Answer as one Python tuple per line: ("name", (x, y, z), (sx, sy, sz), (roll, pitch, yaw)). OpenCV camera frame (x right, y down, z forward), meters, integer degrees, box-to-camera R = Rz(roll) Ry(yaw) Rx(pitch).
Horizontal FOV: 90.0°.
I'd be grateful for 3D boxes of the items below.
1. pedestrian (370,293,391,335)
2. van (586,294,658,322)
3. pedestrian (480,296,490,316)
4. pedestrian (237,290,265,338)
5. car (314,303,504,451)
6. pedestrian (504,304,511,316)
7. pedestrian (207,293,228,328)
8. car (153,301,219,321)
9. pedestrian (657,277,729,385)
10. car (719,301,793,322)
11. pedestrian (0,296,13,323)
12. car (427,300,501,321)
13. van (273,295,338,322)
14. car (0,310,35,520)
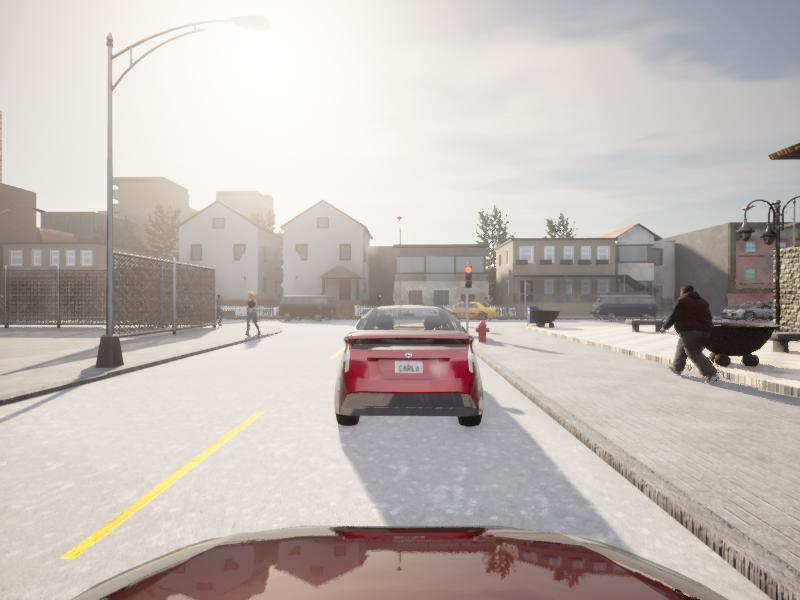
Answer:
("pedestrian", (-0.899, 0.637, 18.467), (0.751, 1.860, 0.751), (0, 0, -26))
("van", (16.737, 0.596, 30.250), (4.442, 1.987, 1.775), (0, 0, 1))
("pedestrian", (7.742, 0.533, 36.349), (0.751, 1.860, 0.751), (0, 0, 3))
("pedestrian", (-5.921, 0.534, 15.931), (0.751, 1.860, 0.751), (0, 0, 16))
("car", (0.137, 0.828, 6.489), (2.007, 1.525, 4.514), (0, 0, 1))
("pedestrian", (9.649, 0.913, 35.933), (0.500, 1.100, 0.500), (0, 0, -10))
("pedestrian", (-9.833, 0.534, 21.587), (0.751, 1.860, 0.751), (0, 0, 2))
("car", (-16.462, 0.854, 30.917), (4.193, 1.474, 1.816), (0, 0, 2))
("pedestrian", (5.339, 0.533, 7.326), (0.751, 1.860, 0.751), (0, 0, -12))
("car", (26.622, 0.853, 30.031), (3.806, 1.475, 1.970), (0, 0, 1))
("pedestrian", (-27.115, 0.637, 27.235), (0.751, 1.860, 0.751), (0, 0, -1))
("car", (4.764, 0.801, 30.519), (5.366, 1.575, 1.801), (0, 0, 1))
("van", (-7.142, 0.599, 30.340), (4.442, 1.987, 1.775), (0, 0, 16))
("car", (-4.006, 0.836, 0.742), (2.128, 1.511, 4.902), (0, 0, 1))
